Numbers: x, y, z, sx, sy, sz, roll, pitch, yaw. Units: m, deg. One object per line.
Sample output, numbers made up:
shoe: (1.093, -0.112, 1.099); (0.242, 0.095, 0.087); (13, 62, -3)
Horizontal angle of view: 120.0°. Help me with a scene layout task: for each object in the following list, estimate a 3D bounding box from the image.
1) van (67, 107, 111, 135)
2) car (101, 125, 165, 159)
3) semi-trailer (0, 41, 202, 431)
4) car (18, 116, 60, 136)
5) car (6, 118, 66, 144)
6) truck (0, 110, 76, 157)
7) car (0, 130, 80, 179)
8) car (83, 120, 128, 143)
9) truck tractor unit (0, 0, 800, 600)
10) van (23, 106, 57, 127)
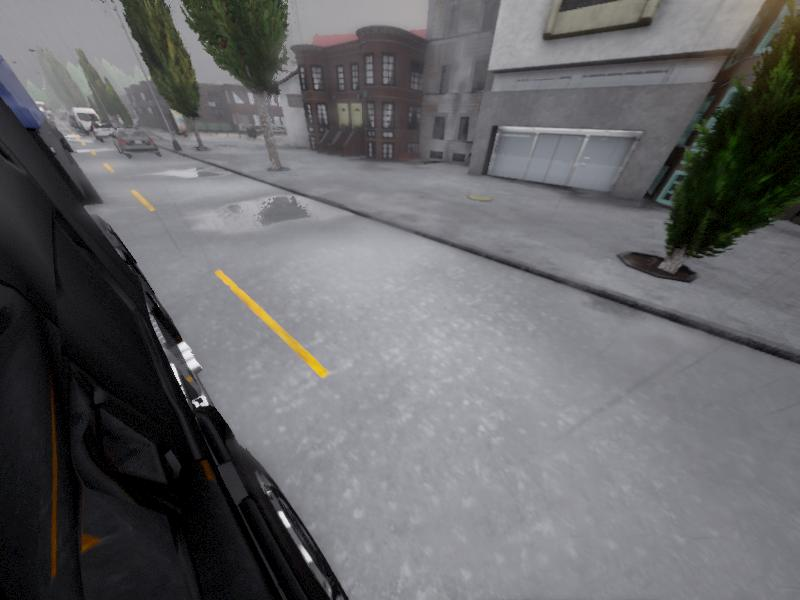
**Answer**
van: (-38.855, -22.311, 28.861); (5.915, 2.561, 1.988); (28, 44, 30)
car: (-17.275, -10.261, 14.969); (3.705, 1.549, 1.789); (28, 44, 30)
semi-trailer: (-8.701, -3.603, 4.226); (14.254, 4.402, 2.717); (28, 44, 30)
car: (-39.026, -18.875, 25.054); (5.366, 1.575, 1.801); (28, 44, 30)
car: (-30.723, -14.381, 19.641); (4.902, 1.511, 2.128); (29, 44, 30)
truck: (-23.491, -10.718, 14.722); (6.274, 2.098, 2.390); (29, 44, 30)
car: (-16.391, -6.580, 10.259); (4.181, 1.385, 1.994); (28, 44, 30)
car: (-28.431, -16.308, 22.286); (3.988, 1.617, 1.851); (28, 44, 30)
truck tractor unit: (-2.645, -0.295, 0.352); (6.516, 4.208, 3.053); (28, 44, 30)
van: (-60.687, -30.977, 38.995); (5.915, 2.561, 1.988); (28, 44, 30)
